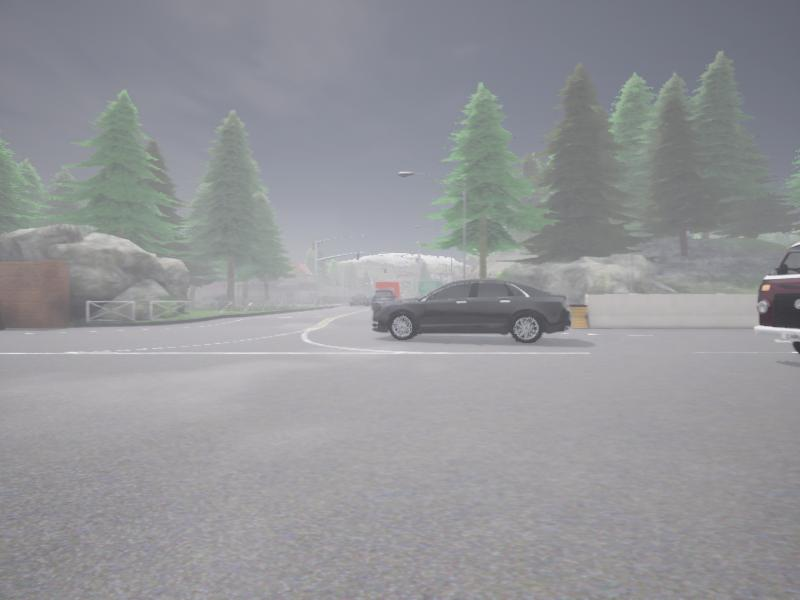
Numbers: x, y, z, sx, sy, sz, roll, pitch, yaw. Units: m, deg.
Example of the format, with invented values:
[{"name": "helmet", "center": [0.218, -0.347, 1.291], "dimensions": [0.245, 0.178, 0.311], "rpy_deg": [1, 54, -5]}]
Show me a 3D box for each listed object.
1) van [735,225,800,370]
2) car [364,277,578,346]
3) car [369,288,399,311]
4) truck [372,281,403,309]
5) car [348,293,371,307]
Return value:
[{"name": "van", "center": [7.875, -0.037, 5.696], "dimensions": [4.480, 2.038, 2.069], "rpy_deg": [0, 0, 0]}, {"name": "car", "center": [1.722, 0.242, 10.156], "dimensions": [4.892, 1.490, 1.837], "rpy_deg": [0, 1, 15]}, {"name": "car", "center": [-1.168, -0.017, 31.193], "dimensions": [2.033, 1.649, 4.856], "rpy_deg": [0, 0, 1]}, {"name": "truck", "center": [-1.094, -0.438, 38.202], "dimensions": [2.627, 2.467, 5.204], "rpy_deg": [0, 0, 1]}, {"name": "car", "center": [-4.518, 0.038, 45.525], "dimensions": [2.038, 1.542, 4.974], "rpy_deg": [0, 0, 0]}]
